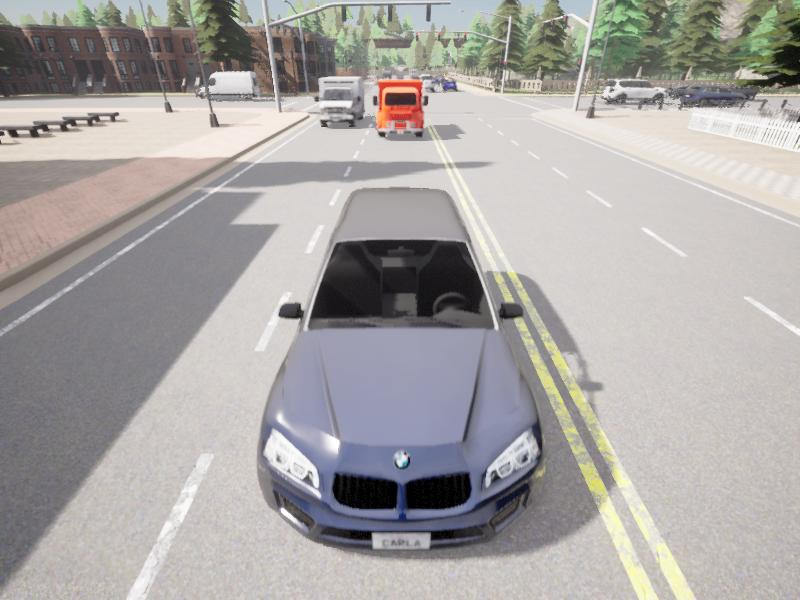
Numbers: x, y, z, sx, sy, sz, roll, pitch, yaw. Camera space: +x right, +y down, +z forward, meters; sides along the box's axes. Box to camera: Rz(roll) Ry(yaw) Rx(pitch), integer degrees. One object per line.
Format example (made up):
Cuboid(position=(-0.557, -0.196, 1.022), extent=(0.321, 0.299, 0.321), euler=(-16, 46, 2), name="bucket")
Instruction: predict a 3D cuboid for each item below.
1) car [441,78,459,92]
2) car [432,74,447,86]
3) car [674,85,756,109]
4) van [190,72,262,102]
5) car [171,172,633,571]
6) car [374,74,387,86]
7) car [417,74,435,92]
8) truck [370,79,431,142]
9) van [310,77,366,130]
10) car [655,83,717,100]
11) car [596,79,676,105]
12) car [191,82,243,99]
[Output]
Cuboid(position=(7.033, -30.455, 56.609), extent=(2.007, 1.525, 4.514), euler=(0, 30, 0), name="car")
Cuboid(position=(7.040, -39.448, 71.737), extent=(2.097, 1.767, 4.553), euler=(0, 30, 0), name="car")
Cuboid(position=(26.379, -17.081, 33.631), extent=(4.856, 1.649, 2.033), euler=(0, 30, 0), name="car")
Cuboid(position=(-17.161, -21.230, 39.815), extent=(5.915, 2.561, 1.988), euler=(0, 30, 0), name="van")
Cuboid(position=(0.007, -0.002, 4.349), extent=(2.242, 1.667, 4.611), euler=(0, 31, 0), name="car")
Cuboid(position=(-3.462, -39.633, 72.051), extent=(2.097, 1.767, 4.553), euler=(0, 30, 0), name="car")
Cuboid(position=(3.533, -29.910, 55.156), extent=(2.150, 2.045, 5.566), euler=(0, 30, 0), name="car")
Cuboid(position=(0.019, -9.648, 20.083), extent=(2.627, 2.467, 5.204), euler=(0, 30, 0), name="truck")
Cuboid(position=(-3.481, -11.953, 24.053), extent=(2.351, 2.431, 6.366), euler=(0, 30, 0), name="van")
Cuboid(position=(30.462, -22.358, 42.806), extent=(4.792, 1.488, 2.163), euler=(0, 30, -1), name="car")
Cuboid(position=(21.419, -19.029, 36.549), extent=(5.566, 2.045, 2.150), euler=(0, 30, 0), name="car")
Cuboid(position=(-19.630, -22.549, 43.073), extent=(4.514, 1.525, 2.007), euler=(0, 30, 0), name="car")
